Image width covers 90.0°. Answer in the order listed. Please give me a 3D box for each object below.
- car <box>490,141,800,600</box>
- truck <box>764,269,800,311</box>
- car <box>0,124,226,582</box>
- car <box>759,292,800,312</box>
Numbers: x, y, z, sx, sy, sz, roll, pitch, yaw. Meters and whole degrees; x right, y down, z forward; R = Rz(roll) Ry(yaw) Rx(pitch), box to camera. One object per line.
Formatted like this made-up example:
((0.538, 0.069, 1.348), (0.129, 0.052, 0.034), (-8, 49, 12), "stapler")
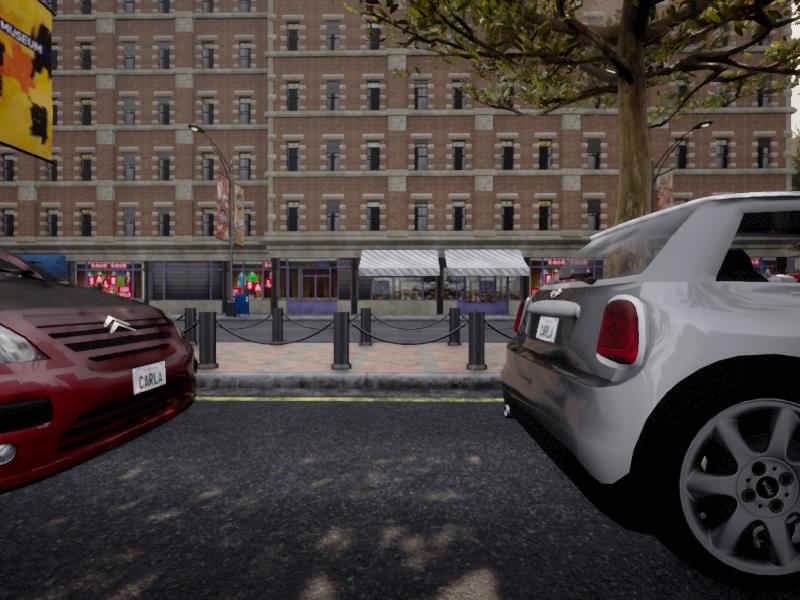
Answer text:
((2.600, 0.253, 2.173), (3.806, 1.475, 1.970), (0, 0, 1), "car")
((38.063, -0.920, 36.045), (2.891, 3.827, 8.468), (0, 0, 1), "truck")
((-3.390, 0.188, 2.287), (3.988, 1.617, 1.851), (0, 0, 1), "car")
((34.548, 0.171, 34.748), (1.930, 1.638, 5.238), (0, 0, 0), "car")
